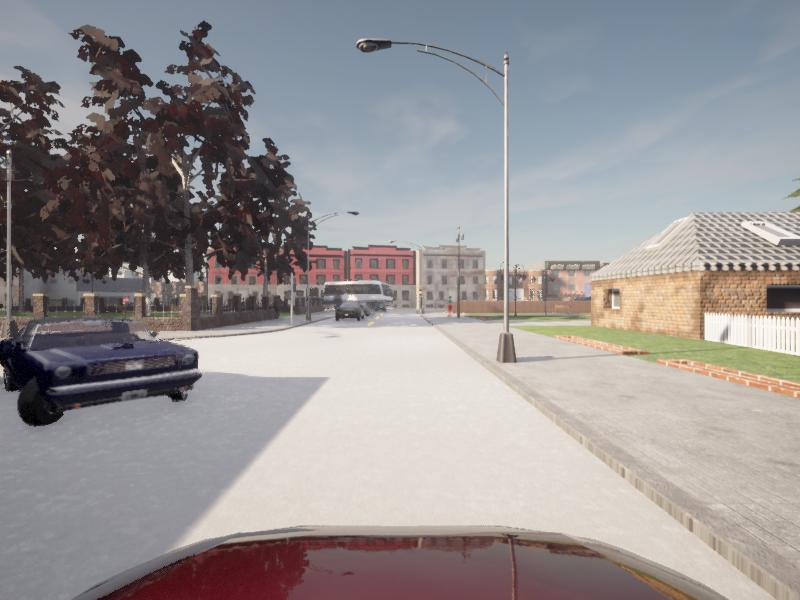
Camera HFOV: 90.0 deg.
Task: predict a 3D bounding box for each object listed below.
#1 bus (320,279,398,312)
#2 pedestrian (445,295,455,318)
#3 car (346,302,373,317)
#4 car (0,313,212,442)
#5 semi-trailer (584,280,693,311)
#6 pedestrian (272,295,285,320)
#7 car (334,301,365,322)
[{"bbox_3d":[-5.871,-0.524,56.897,10.273,4.253,3.944,0,-3,22],"label":"bus"},{"bbox_3d":[4.262,0.533,33.785,0.751,1.860,0.751,0,0,14],"label":"pedestrian"},{"bbox_3d":[-3.869,0.894,39.441,2.033,1.411,5.357,0,0,1],"label":"car"},{"bbox_3d":[-5.191,0.944,6.730,4.718,1.301,1.895,0,0,40],"label":"car"},{"bbox_3d":[34.609,-0.618,58.369,14.254,4.402,2.717,0,0,0],"label":"semi-trailer"},{"bbox_3d":[-9.212,0.534,30.272,0.751,1.860,0.751,0,0,-1],"label":"pedestrian"},{"bbox_3d":[-3.937,0.823,32.015,1.882,1.535,5.008,0,0,0],"label":"car"}]
